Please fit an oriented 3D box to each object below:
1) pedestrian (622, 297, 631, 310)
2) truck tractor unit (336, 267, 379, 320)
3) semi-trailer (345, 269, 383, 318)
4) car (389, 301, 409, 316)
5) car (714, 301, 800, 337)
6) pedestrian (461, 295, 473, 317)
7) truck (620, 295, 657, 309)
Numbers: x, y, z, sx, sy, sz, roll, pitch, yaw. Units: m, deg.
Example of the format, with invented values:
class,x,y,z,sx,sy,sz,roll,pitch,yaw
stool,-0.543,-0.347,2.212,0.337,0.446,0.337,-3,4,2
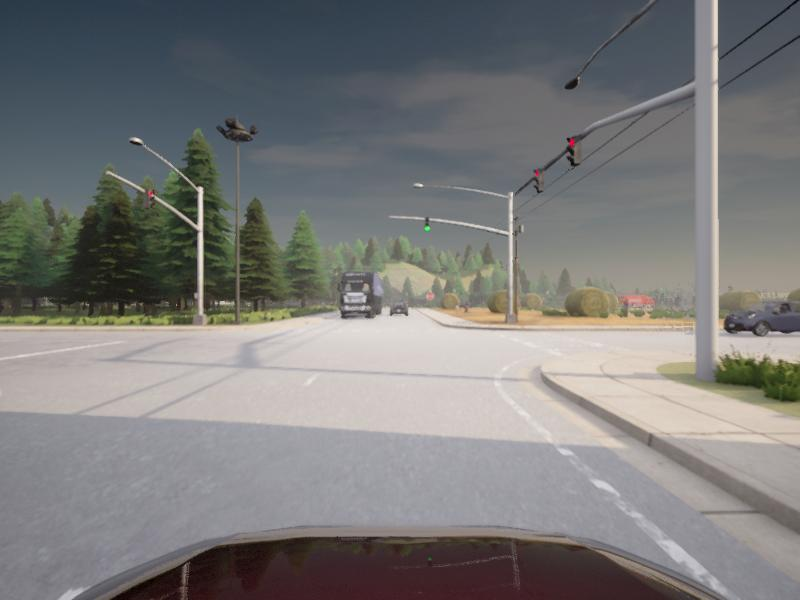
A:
class,x,y,z,sx,sy,sz,roll,pitch,yaw
pedestrian,32.881,0.528,58.091,0.751,1.860,0.751,0,0,-12
truck tractor unit,-3.540,-0.476,34.950,3.053,4.208,6.516,0,-1,0
semi-trailer,-3.496,-0.560,42.861,2.717,4.402,14.254,0,0,0
car,-0.109,0.889,43.877,2.038,1.542,4.974,0,0,0
car,16.561,0.819,17.845,3.633,1.501,1.845,0,0,-1
pedestrian,5.581,0.513,33.510,0.751,1.860,0.751,0,0,-13
truck,43.782,0.419,73.643,5.204,2.467,2.627,0,0,3
